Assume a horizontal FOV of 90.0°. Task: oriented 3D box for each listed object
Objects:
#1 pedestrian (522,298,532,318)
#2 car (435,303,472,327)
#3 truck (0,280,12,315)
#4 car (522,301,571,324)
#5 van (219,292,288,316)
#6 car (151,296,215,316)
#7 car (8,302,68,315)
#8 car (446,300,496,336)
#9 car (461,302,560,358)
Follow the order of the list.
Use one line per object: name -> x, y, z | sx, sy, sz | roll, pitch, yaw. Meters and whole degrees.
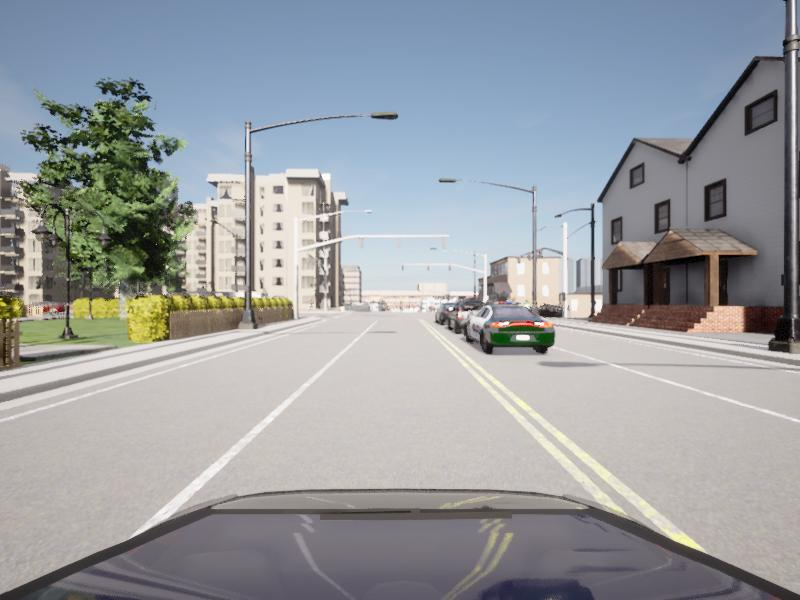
pedestrian -> 12.025, 0.788, 37.911 | 0.751, 1.860, 0.751 | 0, 0, -2
car -> 3.466, 0.912, 26.806 | 1.812, 1.442, 4.674 | 0, 0, 0
truck -> -47.451, -0.251, 42.690 | 8.468, 3.827, 2.891 | 0, 0, -12
car -> 16.448, 1.357, 45.126 | 4.605, 1.855, 1.932 | 9, 0, 0
van -> -15.257, 0.443, 42.025 | 6.366, 2.431, 2.351 | 0, 0, 1
car -> -22.799, 0.628, 42.119 | 5.566, 2.045, 2.150 | 1, 0, 1
car -> -41.747, 0.925, 46.273 | 4.792, 1.488, 2.163 | 0, 0, -30
car -> 3.474, 0.820, 20.242 | 1.851, 1.617, 3.988 | 0, 0, 0
car -> 3.479, 0.852, 13.740 | 2.038, 1.542, 4.974 | 0, 0, 0
